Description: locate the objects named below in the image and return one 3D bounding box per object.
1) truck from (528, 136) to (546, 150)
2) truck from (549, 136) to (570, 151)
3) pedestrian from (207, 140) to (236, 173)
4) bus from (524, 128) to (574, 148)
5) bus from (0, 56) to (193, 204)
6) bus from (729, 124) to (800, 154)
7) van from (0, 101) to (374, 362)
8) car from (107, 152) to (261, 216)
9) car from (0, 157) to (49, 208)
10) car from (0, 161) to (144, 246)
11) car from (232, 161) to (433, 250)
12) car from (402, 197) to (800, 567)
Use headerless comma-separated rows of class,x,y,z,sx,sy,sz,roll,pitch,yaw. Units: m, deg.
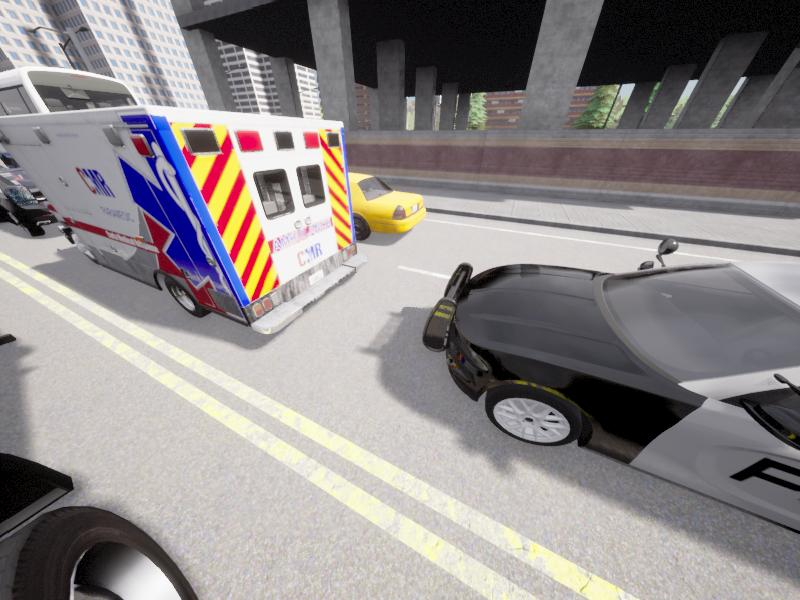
truck,29.492,-34.027,49.948,2.615,2.467,5.204,15,38,20
truck,33.401,-32.968,48.472,2.615,2.467,5.204,15,38,20
pedestrian,-12.348,-9.958,16.027,0.751,1.860,0.751,16,38,21
bus,40.047,-43.788,62.586,10.273,4.253,3.944,15,38,20
bus,-16.463,-7.907,11.322,10.273,4.253,3.944,15,38,20
bus,69.512,-30.367,43.655,3.944,4.253,10.273,18,39,23
van,-3.895,-1.631,4.089,6.366,2.431,2.351,15,38,20
car,-8.370,-4.747,9.136,4.611,1.667,2.242,15,38,20
car,-16.634,-4.704,9.120,3.705,1.549,1.789,15,38,20
car,-10.801,-3.114,6.941,4.902,1.511,2.128,15,38,20
car,-1.943,-2.979,6.750,5.366,1.575,1.801,15,38,20
car,2.811,0.498,1.798,5.238,1.638,1.930,15,38,20
